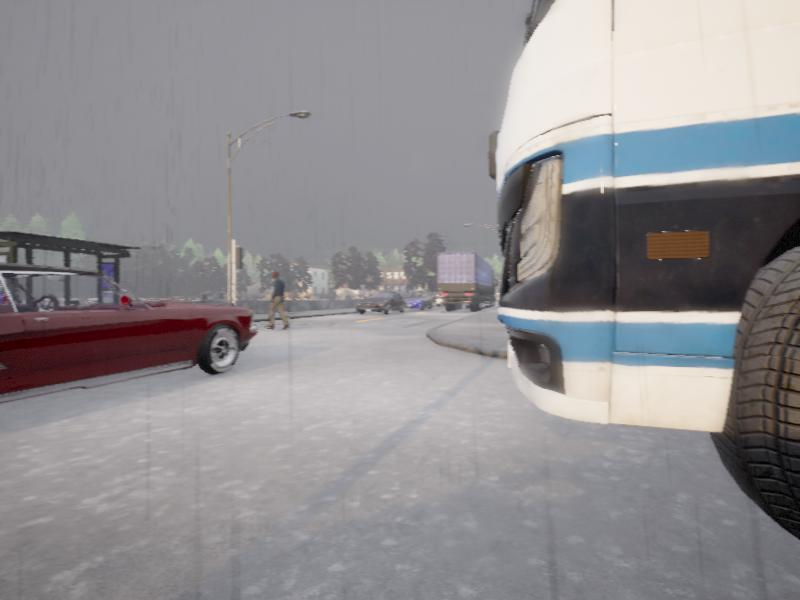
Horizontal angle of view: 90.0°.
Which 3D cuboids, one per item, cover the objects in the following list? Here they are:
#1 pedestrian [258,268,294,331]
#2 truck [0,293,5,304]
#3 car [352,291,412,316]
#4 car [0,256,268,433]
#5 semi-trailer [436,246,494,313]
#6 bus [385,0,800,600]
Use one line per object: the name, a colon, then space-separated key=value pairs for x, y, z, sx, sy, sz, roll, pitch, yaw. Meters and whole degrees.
pedestrian: x=-3.771 y=-0.018 z=12.193 sx=0.751 sy=1.860 sz=0.751 roll=0 pitch=0 yaw=21
truck: x=-79.695 y=-0.339 z=75.889 sx=2.390 sy=2.098 sz=6.274 roll=0 pitch=0 yaw=18
car: x=-0.974 y=0.181 z=25.244 sx=2.033 sy=1.411 sz=5.357 roll=0 pitch=0 yaw=18
car: x=-3.597 y=0.324 z=4.010 sx=1.895 sy=1.301 sz=4.718 roll=0 pitch=0 yaw=18
semi-trailer: x=5.928 y=-1.373 z=33.685 sx=2.717 sy=4.402 sz=14.254 roll=0 pitch=0 yaw=18
bus: x=5.447 y=-1.149 z=1.483 sx=10.273 sy=4.253 sz=3.944 roll=0 pitch=0 yaw=17
